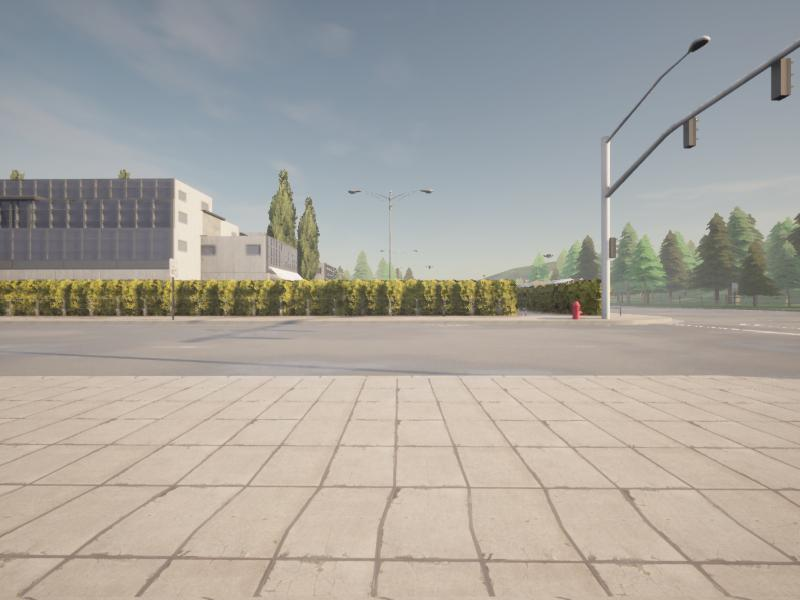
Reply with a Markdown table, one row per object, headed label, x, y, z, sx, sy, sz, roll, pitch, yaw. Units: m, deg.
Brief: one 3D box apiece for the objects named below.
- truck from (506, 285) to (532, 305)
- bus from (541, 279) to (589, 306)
| label | x | y | z | sx | sy | sz | roll | pitch | yaw |
| --- | --- | --- | --- | --- | --- | --- | --- | --- | --- |
| truck | 24.035 | -0.945 | 81.192 | 2.891 | 3.827 | 8.468 | 0 | 0 | 1 |
| bus | 27.174 | -1.160 | 66.816 | 3.944 | 4.253 | 10.273 | 0 | 0 | 1 |
